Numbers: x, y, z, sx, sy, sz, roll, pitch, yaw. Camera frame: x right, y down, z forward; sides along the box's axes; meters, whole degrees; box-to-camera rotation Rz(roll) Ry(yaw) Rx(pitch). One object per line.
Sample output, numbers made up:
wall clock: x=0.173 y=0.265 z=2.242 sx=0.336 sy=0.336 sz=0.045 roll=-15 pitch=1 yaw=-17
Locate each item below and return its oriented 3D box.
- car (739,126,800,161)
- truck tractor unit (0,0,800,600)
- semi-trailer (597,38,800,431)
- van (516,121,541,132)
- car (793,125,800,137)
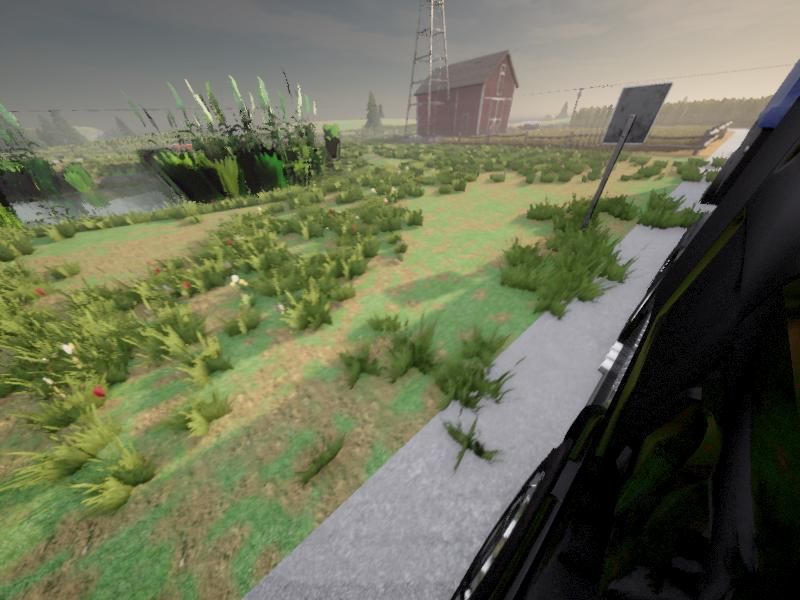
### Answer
car: x=21.742 y=-9.152 z=13.397 sx=4.718 sy=1.301 sz=1.895 roll=-29 pitch=44 yaw=-31
truck tractor unit: x=2.645 y=-0.295 z=0.351 sx=6.516 sy=4.208 sz=3.053 roll=-28 pitch=44 yaw=-30
semi-trailer: x=8.719 y=-3.592 z=4.205 sx=14.254 sy=4.402 sz=2.717 roll=-28 pitch=44 yaw=-29
van: x=30.857 y=-41.829 z=55.702 sx=2.069 sy=2.038 sz=4.480 roll=-28 pitch=44 yaw=-29
car: x=40.094 y=-16.619 z=21.882 sx=4.611 sy=1.667 sz=2.242 roll=-28 pitch=44 yaw=-30
